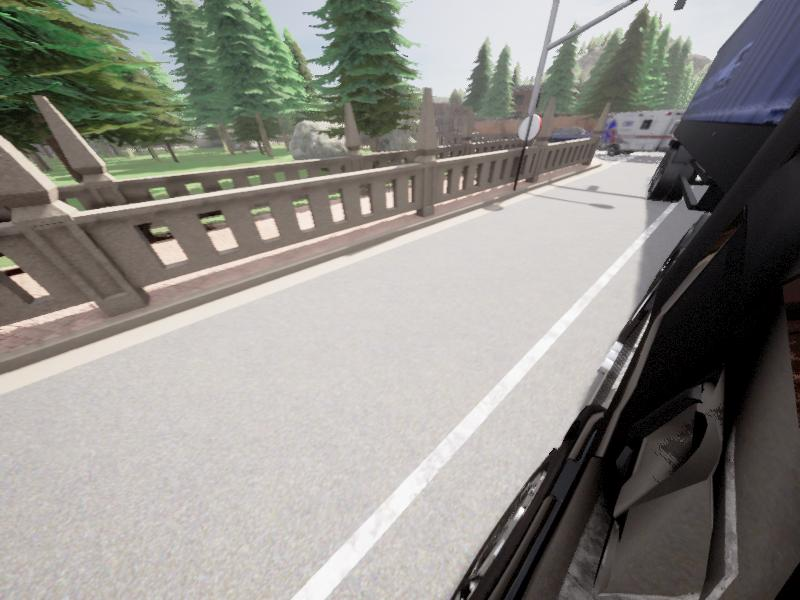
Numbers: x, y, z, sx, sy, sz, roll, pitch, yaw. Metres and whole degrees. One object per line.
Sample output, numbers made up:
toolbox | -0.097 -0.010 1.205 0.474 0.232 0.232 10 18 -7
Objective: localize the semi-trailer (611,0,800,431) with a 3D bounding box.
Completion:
semi-trailer | 8.079 -3.958 4.764 2.717 4.402 14.254 27 46 33

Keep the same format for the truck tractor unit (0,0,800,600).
truck tractor unit | 2.645 -0.295 0.351 6.516 4.208 3.053 -28 44 -30

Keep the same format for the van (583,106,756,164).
van | 16.124 -10.493 14.707 2.351 2.431 6.366 -15 38 -17

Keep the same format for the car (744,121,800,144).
car | 31.967 -14.459 19.949 4.181 1.385 1.994 -28 43 -30

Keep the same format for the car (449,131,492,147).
car | 8.531 -19.715 28.269 2.007 1.525 4.514 -28 44 -30

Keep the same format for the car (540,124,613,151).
car | 15.848 -14.815 21.042 2.097 1.767 4.553 -28 44 -30
